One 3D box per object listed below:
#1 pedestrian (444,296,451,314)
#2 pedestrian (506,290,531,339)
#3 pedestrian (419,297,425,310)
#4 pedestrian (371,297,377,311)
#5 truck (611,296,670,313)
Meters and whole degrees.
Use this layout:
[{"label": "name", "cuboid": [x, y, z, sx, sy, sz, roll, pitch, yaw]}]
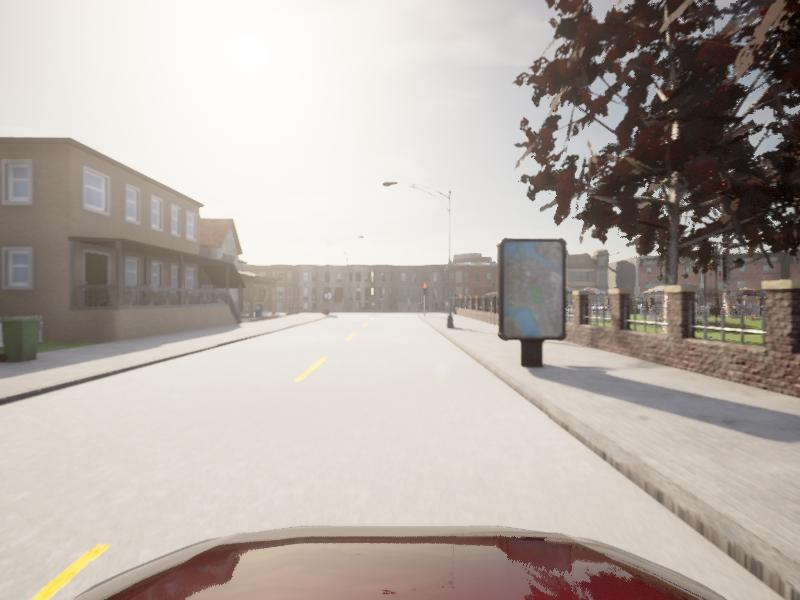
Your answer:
[{"label": "pedestrian", "cuboid": [5.004, 0.531, 42.164, 0.751, 1.860, 0.751, 0, 0, 7]}, {"label": "pedestrian", "cuboid": [4.604, 0.535, 15.556, 0.751, 1.860, 0.751, 0, 0, 1]}, {"label": "pedestrian", "cuboid": [3.185, 0.543, 57.590, 0.751, 1.860, 0.751, 0, 0, -4]}, {"label": "pedestrian", "cuboid": [-3.647, 0.542, 55.392, 0.751, 1.860, 0.751, 0, 0, 2]}, {"label": "truck", "cuboid": [31.648, 0.552, 52.785, 6.274, 2.098, 2.390, 0, 0, -1]}]
